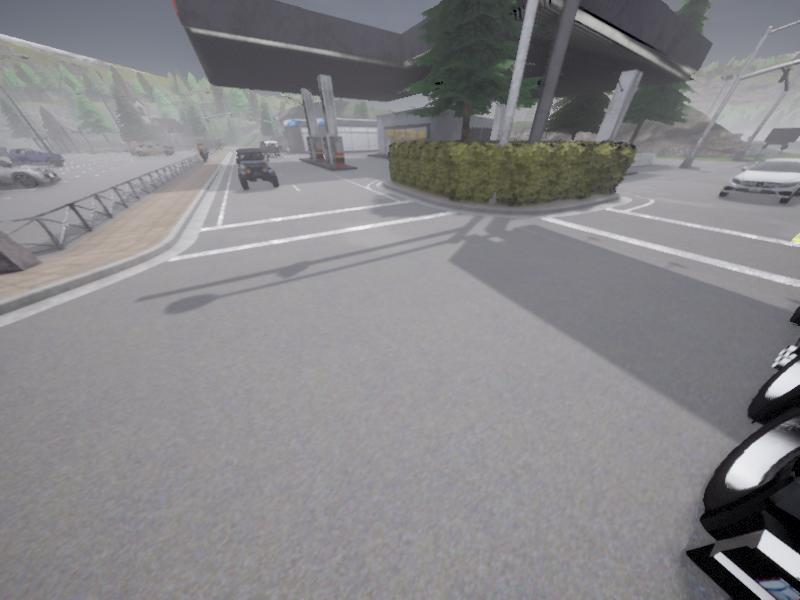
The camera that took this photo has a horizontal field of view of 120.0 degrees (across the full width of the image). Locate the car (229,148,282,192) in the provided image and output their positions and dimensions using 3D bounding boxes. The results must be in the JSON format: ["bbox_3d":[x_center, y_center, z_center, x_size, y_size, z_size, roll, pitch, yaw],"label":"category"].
[{"bbox_3d":[-8.639,-7.881,13.807,1.905,1.878,3.866,-19,39,-24],"label":"car"}]

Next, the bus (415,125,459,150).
[{"bbox_3d":[7.935,-36.162,51.523,3.944,4.253,10.273,-18,39,-23],"label":"bus"}]

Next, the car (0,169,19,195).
[{"bbox_3d":[-21.521,-5.552,10.304,3.866,1.878,1.905,-19,39,-24],"label":"car"}]

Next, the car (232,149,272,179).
[{"bbox_3d":[-11.828,-10.991,18.477,2.033,1.649,4.856,-19,39,-24],"label":"car"}]

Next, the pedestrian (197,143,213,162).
[{"bbox_3d":[-22.876,-17.334,27.099,0.751,1.860,0.751,-19,39,-24],"label":"pedestrian"}]

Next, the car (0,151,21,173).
[{"bbox_3d":[-35.585,-11.085,18.713,4.514,1.523,2.007,-19,39,-24],"label":"car"}]

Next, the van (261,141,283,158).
[{"bbox_3d":[-19.764,-23.250,35.555,2.069,2.038,4.480,-19,38,-24],"label":"van"}]

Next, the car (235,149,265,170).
[{"bbox_3d":[-14.956,-14.080,23.022,1.970,1.475,3.806,-19,39,-24],"label":"car"}]

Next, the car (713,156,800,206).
[{"bbox_3d":[16.124,-5.262,9.969,4.674,1.442,1.812,-18,38,-24],"label":"car"}]

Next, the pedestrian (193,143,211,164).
[{"bbox_3d":[-21.102,-15.596,24.615,0.751,1.860,0.751,-19,39,-24],"label":"pedestrian"}]

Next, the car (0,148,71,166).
[{"bbox_3d":[-40.541,-16.044,25.834,3.633,1.501,1.845,-19,39,-24],"label":"car"}]

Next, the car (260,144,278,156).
[{"bbox_3d":[-22.913,-26.208,40.245,2.007,1.525,4.514,-19,39,-24],"label":"car"}]

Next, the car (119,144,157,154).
[{"bbox_3d":[-55.985,-32.383,49.491,4.792,1.488,2.163,-19,39,-24],"label":"car"}]

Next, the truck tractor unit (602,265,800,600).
[{"bbox_3d":[5.112,-0.300,0.785,6.516,4.208,3.053,-18,39,-24],"label":"truck tractor unit"}]

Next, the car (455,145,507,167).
[{"bbox_3d":[8.206,-14.957,23.881,2.242,1.667,4.611,-19,39,-24],"label":"car"}]

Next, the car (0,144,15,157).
[{"bbox_3d":[-73.485,-26.468,41.027,4.605,1.855,1.932,-19,39,-24],"label":"car"}]

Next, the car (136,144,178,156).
[{"bbox_3d":[-41.426,-25.713,39.556,4.514,1.523,2.007,-19,39,-24],"label":"car"}]

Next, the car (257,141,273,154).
[{"bbox_3d":[-26.127,-29.597,44.768,1.905,1.878,3.866,-19,39,-24],"label":"car"}]

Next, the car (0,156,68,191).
[{"bbox_3d":[-22.651,-7.151,13.074,3.806,1.475,1.970,-19,39,-24],"label":"car"}]

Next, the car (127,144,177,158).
[{"bbox_3d":[-39.813,-24.178,37.346,5.027,1.636,2.152,-19,39,-24],"label":"car"}]
